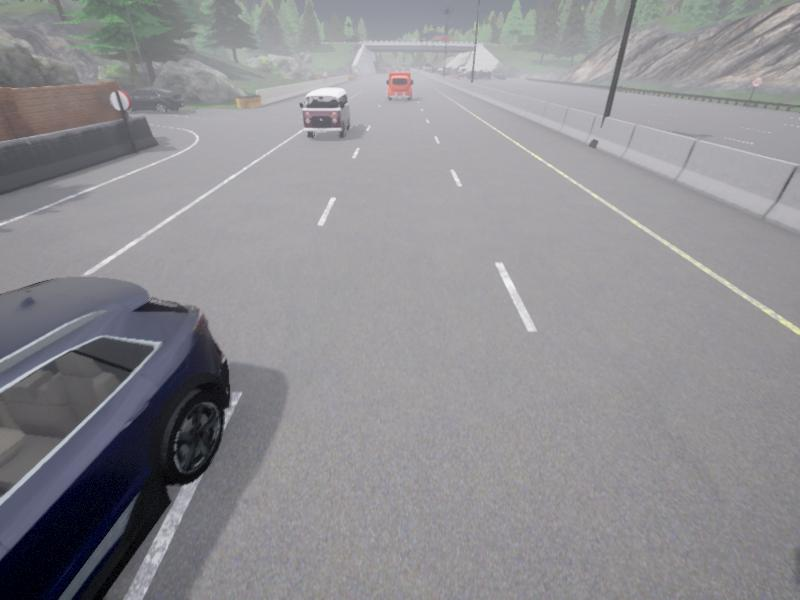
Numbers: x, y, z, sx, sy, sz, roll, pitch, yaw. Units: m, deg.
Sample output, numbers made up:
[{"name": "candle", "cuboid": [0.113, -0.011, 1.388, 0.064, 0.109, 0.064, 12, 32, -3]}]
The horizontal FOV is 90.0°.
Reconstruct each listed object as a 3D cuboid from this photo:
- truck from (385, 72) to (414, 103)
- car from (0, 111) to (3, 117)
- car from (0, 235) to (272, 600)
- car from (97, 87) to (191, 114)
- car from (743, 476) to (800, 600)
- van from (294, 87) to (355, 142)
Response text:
[{"name": "truck", "cuboid": [-0.018, -21.016, 39.372, 2.627, 2.467, 5.204, 0, 30, 0]}, {"name": "car", "cuboid": [-27.975, -11.923, 24.407, 4.974, 1.542, 2.038, 0, 30, 1]}, {"name": "car", "cuboid": [-2.820, 1.364, 2.043, 2.033, 1.649, 4.856, 4, 30, 9]}, {"name": "car", "cuboid": [-17.347, -13.620, 27.324, 4.892, 1.490, 1.837, 0, 30, 0]}, {"name": "car", "cuboid": [3.502, 2.264, 0.763, 1.994, 1.385, 4.181, 0, 30, 0]}, {"name": "van", "cuboid": [-3.508, -9.181, 19.619, 2.069, 2.038, 4.480, 0, 30, 0]}]
